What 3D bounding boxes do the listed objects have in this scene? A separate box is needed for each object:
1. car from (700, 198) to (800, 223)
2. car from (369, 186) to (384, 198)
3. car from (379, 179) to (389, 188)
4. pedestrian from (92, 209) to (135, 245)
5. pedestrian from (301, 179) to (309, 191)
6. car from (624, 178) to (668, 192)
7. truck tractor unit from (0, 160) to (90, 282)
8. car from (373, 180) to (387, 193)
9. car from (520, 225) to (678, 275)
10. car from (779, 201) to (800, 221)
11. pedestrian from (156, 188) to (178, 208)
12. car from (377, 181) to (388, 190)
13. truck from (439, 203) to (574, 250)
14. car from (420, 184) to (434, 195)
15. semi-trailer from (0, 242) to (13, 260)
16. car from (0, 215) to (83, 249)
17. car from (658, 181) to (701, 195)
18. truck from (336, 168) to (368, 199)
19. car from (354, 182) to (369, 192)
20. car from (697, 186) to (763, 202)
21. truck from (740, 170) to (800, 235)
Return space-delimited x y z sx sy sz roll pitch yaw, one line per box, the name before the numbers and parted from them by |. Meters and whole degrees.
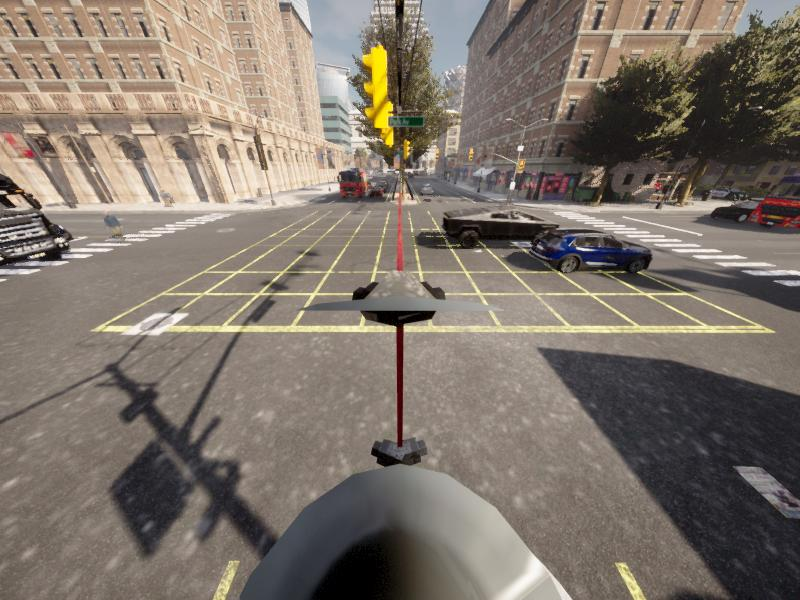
car | 29.571 -7.588 19.507 5.238 1.638 1.930 0 30 -1
car | -3.577 -16.711 35.654 1.895 1.301 4.718 0 30 0
car | -3.527 -26.265 51.891 1.851 1.617 3.988 0 30 0
pedestrian | -16.605 -4.239 13.439 0.751 1.860 0.751 -17 34 -27
pedestrian | -17.294 -20.855 41.915 0.751 1.860 0.751 1 30 1
car | 46.032 -21.639 43.438 2.150 2.045 5.566 0 30 0
truck tractor unit | -19.075 -3.310 9.512 6.516 4.208 3.053 1 30 3
car | -3.558 -20.387 41.522 2.097 1.767 4.553 0 30 0
car | 8.507 -2.302 10.364 4.856 1.649 2.033 0 30 0
car | 36.309 -7.511 19.571 4.674 1.442 1.812 0 30 0
pedestrian | -24.447 -10.675 24.282 0.751 1.860 0.751 2 30 4
car | -3.540 -23.214 46.736 1.970 1.475 3.806 0 30 0
truck | 5.665 -4.251 13.269 6.274 2.098 2.390 0 30 0
car | 4.418 -18.602 38.748 1.970 1.475 3.806 0 30 0
semi-trailer | -26.985 -3.457 9.576 14.254 4.402 2.717 0 30 0
car | -21.737 -3.966 13.345 3.633 1.501 1.845 0 30 0
car | 46.025 -18.540 38.227 1.905 1.878 3.866 0 30 0
truck | -7.080 -18.109 35.546 2.891 3.827 8.468 0 30 0
car | -7.055 -20.928 42.777 1.970 1.475 3.806 0 30 0
car | 45.916 -14.963 32.392 2.038 1.542 4.974 0 30 1
truck | 30.927 -6.786 15.937 8.468 3.827 2.891 0 30 0
